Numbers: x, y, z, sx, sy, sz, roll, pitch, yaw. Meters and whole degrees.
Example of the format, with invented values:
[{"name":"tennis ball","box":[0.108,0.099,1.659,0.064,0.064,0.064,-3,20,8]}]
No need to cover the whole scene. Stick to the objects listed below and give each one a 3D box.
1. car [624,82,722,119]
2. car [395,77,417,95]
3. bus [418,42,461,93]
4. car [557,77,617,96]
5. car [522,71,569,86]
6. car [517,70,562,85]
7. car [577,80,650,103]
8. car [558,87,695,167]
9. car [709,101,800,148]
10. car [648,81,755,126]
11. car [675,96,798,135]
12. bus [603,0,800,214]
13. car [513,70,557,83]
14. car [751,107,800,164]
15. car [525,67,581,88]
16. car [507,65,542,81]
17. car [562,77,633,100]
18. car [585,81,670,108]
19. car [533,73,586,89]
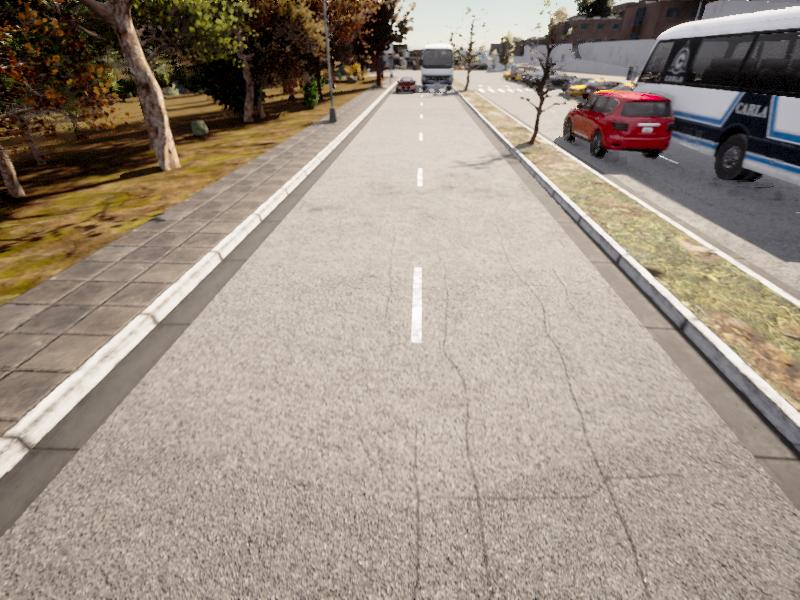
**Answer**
[{"name":"car","box":[16.710,-12.341,24.639,4.553,1.767,2.185,-9,32,-15]},{"name":"car","box":[0.649,-20.891,38.982,1.994,1.385,4.181,1,31,2]},{"name":"bus","box":[4.085,-25.445,43.677,3.944,4.253,10.273,1,31,2]},{"name":"car","box":[17.465,-19.988,37.435,4.674,1.452,2.002,-9,32,-15]},{"name":"car","box":[18.207,-27.765,50.130,5.008,1.535,2.097,-8,33,-15]},{"name":"car","box":[18.341,-29.309,52.681,4.892,1.521,2.231,-8,32,-15]},{"name":"car","box":[17.204,-16.889,32.358,4.792,1.488,2.163,-9,33,-15]},{"name":"car","box":[8.110,-6.785,15.223,2.150,2.045,5.566,2,31,2]},{"name":"car","box":[16.325,-7.571,17.096,4.792,1.488,2.163,-8,32,-15]},{"name":"car","box":[16.484,-10.854,22.009,4.442,1.987,1.878,-9,33,-15]},{"name":"car","box":[16.440,-9.103,19.640,4.674,1.452,2.002,-9,32,-15]},{"name":"bus","box":[10.876,-6.397,12.437,3.944,4.253,10.273,1,31,2]},{"name":"car","box":[18.671,-30.882,55.277,5.366,1.575,1.946,-8,32,-15]},{"name":"car","box":[15.976,-6.024,14.460,5.366,1.575,1.946,-8,33,-15]},{"name":"car","box":[18.085,-26.443,47.467,5.566,2.045,2.435,-8,32,-15]},{"name":"car","box":[18.679,-34.108,60.178,4.442,1.987,1.878,-8,33,-15]},{"name":"car","box":[17.147,-18.441,34.821,5.366,1.575,1.946,-9,33,-15]},{"name":"car","box":[16.854,-15.325,29.742,5.366,1.575,1.946,-9,33,-15]},{"name":"car","box":[17.918,-24.670,45.037,4.892,1.521,2.231,-9,33,-15]}]
